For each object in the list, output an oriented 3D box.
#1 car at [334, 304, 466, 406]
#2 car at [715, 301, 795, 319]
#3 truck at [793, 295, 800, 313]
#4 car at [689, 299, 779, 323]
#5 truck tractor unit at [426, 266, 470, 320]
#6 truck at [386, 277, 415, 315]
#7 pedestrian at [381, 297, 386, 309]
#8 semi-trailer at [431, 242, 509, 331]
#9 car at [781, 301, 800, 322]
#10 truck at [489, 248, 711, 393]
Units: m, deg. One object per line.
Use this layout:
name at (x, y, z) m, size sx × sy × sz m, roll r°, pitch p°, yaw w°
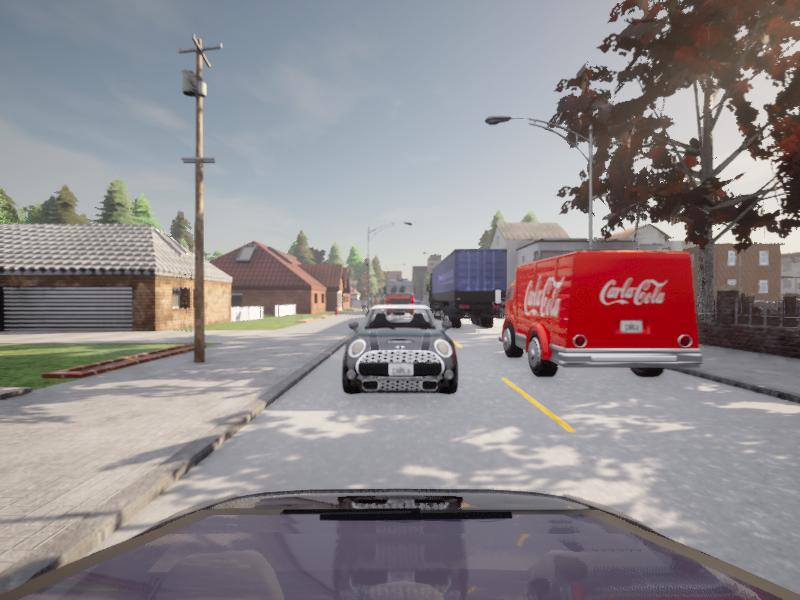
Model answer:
car at (0.003, 0.841, 7.887) m, size 1.970 × 1.475 × 3.806 m, roll 0°, pitch 0°, yaw 0°
car at (29.185, 0.797, 32.987) m, size 4.892 × 1.490 × 1.837 m, roll 0°, pitch 0°, yaw 0°
truck at (49.311, 0.477, 45.870) m, size 2.390 × 2.098 × 6.274 m, roll 0°, pitch 0°, yaw 0°
car at (23.963, 0.737, 28.823) m, size 4.856 × 1.649 × 2.033 m, roll 0°, pitch 0°, yaw -2°
truck tractor unit at (4.002, -0.570, 34.731) m, size 3.053 × 4.208 × 6.516 m, roll 0°, pitch 0°, yaw 0°
truck at (0.002, -0.381, 44.141) m, size 2.891 × 3.827 × 8.468 m, roll 0°, pitch 0°, yaw 0°
pedestrian at (-2.630, 0.443, 64.179) m, size 0.751 × 1.860 × 0.751 m, roll 0°, pitch 0°, yaw -4°
semi-trailer at (4.010, -0.656, 26.818) m, size 2.717 × 4.402 × 14.254 m, roll 0°, pitch 0°, yaw 0°
car at (30.821, 0.795, 28.762) m, size 4.902 × 1.511 × 2.128 m, roll 0°, pitch 0°, yaw -3°
truck at (4.007, 0.344, 9.452) m, size 2.627 × 2.467 × 5.204 m, roll 0°, pitch 0°, yaw 0°
